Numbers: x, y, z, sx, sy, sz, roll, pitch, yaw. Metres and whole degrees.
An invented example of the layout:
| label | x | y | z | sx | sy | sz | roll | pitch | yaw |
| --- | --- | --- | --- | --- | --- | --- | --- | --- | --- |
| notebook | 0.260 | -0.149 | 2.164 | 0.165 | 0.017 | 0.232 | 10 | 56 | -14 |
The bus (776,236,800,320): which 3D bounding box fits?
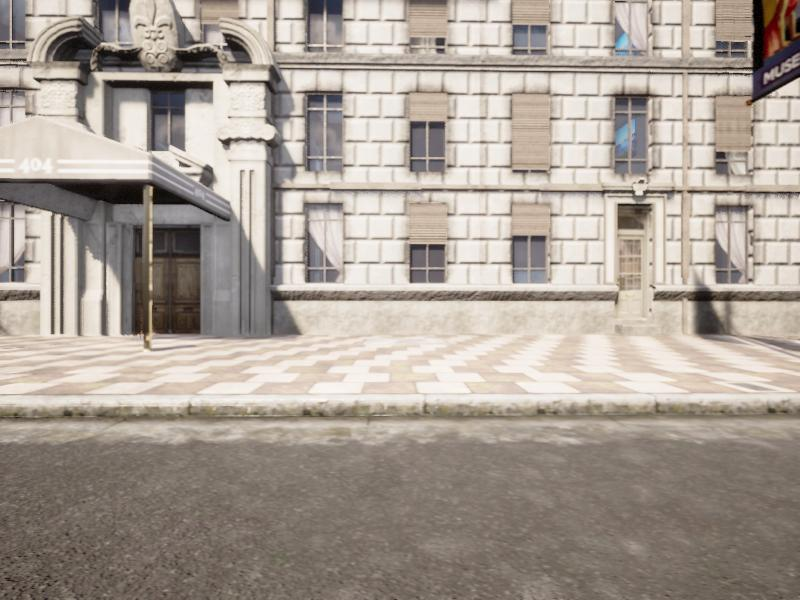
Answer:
| label | x | y | z | sx | sy | sz | roll | pitch | yaw |
| --- | --- | --- | --- | --- | --- | --- | --- | --- | --- |
| bus | 22.356 | -1.107 | 16.491 | 3.944 | 4.253 | 10.273 | 0 | 0 | -1 |
